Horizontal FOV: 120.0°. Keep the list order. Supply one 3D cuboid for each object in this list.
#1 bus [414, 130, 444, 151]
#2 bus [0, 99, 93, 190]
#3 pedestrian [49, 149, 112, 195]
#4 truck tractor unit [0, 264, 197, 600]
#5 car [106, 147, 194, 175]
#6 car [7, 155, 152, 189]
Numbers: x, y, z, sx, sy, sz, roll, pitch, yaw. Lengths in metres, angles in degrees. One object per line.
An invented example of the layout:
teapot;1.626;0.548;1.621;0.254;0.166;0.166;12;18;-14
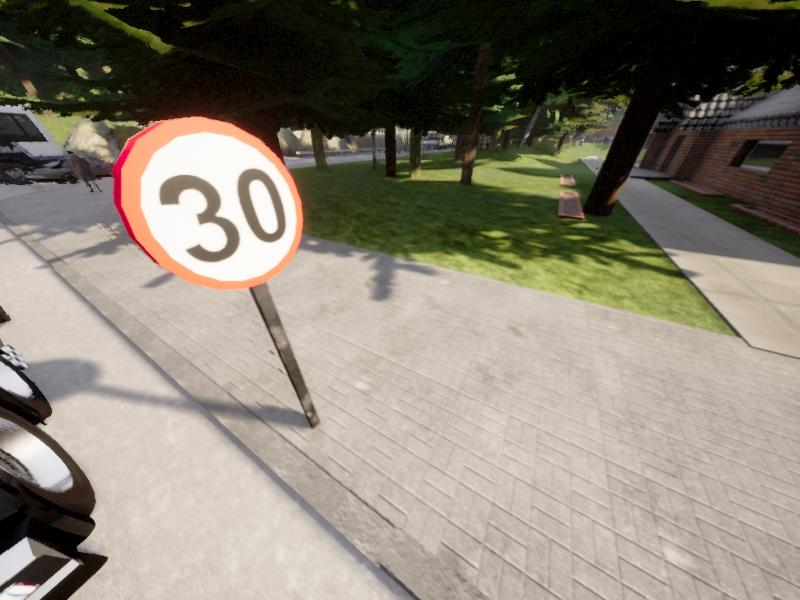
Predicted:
bus;7.894;-43.046;62.414;3.944;4.253;10.273;18;39;24
bus;-24.937;-7.725;11.595;3.944;4.253;10.273;3;34;6
pedestrian;-15.233;-6.132;11.086;0.751;1.860;0.751;8;36;11
truck tractor unit;-5.111;-0.300;0.783;6.516;4.208;3.053;18;39;24
car;-21.835;-12.443;20.487;2.097;1.767;4.553;17;38;23
car;-20.870;-8.758;15.537;2.033;1.411;5.357;12;37;17
